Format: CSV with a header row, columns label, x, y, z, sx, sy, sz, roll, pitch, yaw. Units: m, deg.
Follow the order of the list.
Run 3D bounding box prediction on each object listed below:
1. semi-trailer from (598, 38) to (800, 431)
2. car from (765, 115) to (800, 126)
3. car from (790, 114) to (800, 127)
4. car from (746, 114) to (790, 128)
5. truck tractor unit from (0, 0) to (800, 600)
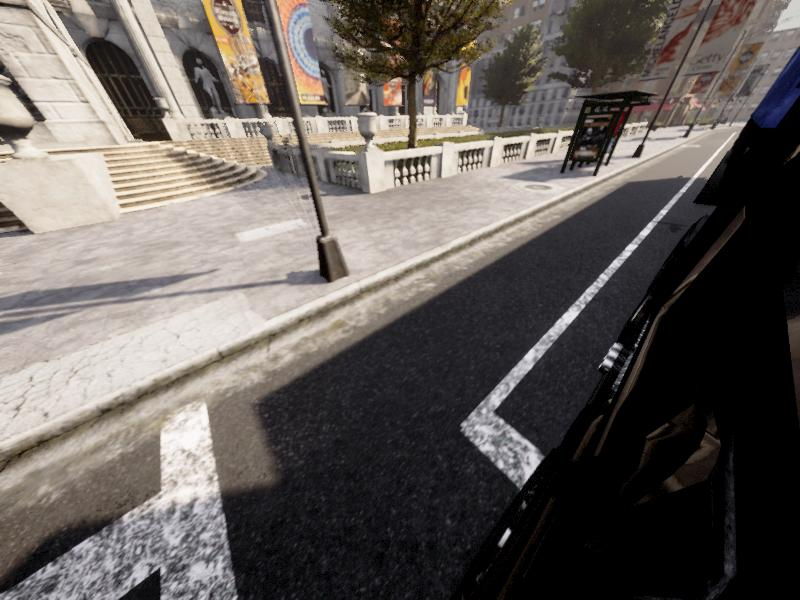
label,x,y,z,sx,sy,sz,roll,pitch,yaw
semi-trailer,8.666,-3.630,4.255,14.254,4.402,2.717,-29,44,-30
car,62.356,-28.847,37.060,4.718,1.301,1.895,-8,37,-7
car,61.182,-26.696,34.193,3.806,1.475,1.970,-11,38,-11
car,56.902,-27.687,35.738,4.674,1.452,2.002,-14,38,-15
truck tractor unit,2.645,-0.295,0.351,6.516,4.208,3.053,-28,44,-30
